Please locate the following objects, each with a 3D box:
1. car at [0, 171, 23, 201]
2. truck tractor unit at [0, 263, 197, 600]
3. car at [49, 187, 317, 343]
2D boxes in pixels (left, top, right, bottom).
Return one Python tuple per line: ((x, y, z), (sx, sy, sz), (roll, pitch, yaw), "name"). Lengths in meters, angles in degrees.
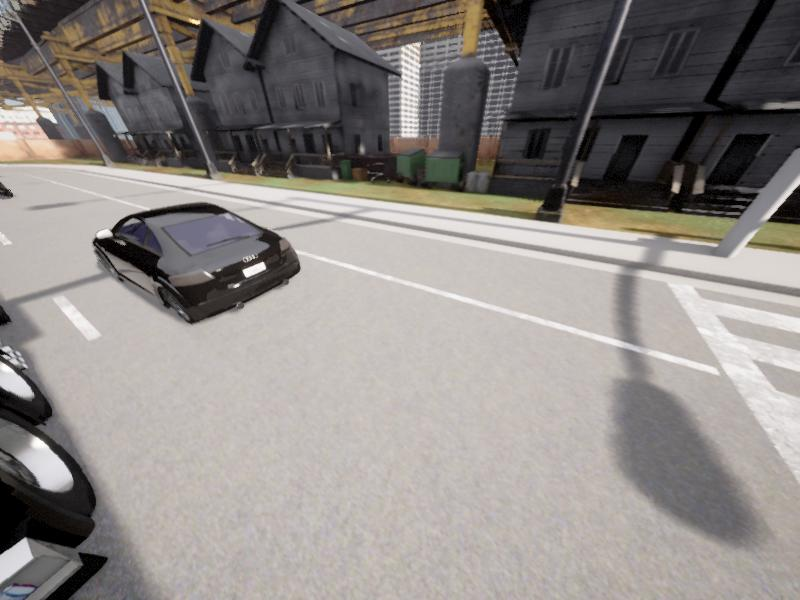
((-21.272, -5.593, 11.002), (4.674, 1.442, 1.812), (11, 36, 15), "car")
((-5.113, -0.296, 0.789), (6.516, 4.208, 3.053), (18, 39, 24), "truck tractor unit")
((-3.979, -1.062, 4.380), (4.181, 1.385, 1.994), (18, 39, 24), "car")
